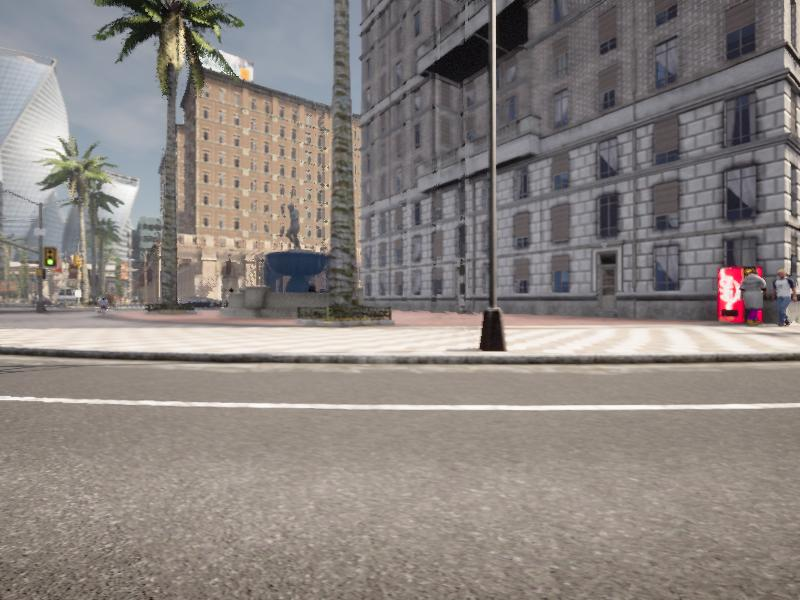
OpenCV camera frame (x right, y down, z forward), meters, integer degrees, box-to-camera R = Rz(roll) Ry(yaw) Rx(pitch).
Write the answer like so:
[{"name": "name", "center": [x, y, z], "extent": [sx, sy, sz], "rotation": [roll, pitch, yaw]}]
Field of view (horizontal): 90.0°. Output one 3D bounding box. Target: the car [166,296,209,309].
[{"name": "car", "center": [-25.881, 0.304, 48.810], "extent": [4.514, 1.525, 2.007], "rotation": [0, 0, -33]}]

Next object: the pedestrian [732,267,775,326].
[{"name": "pedestrian", "center": [11.564, -0.100, 13.107], "extent": [0.751, 1.860, 0.751], "rotation": [0, 0, -15]}]

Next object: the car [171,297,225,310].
[{"name": "car", "center": [-23.311, 0.366, 46.291], "extent": [5.357, 1.411, 2.033], "rotation": [0, 0, -35]}]

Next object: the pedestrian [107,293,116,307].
[{"name": "pedestrian", "center": [-38.161, -0.030, 52.896], "extent": [0.751, 1.860, 0.751], "rotation": [0, 0, 20]}]

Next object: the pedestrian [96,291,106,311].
[{"name": "pedestrian", "center": [-29.500, 0.102, 39.506], "extent": [0.751, 1.860, 0.751], "rotation": [0, 0, -32]}]

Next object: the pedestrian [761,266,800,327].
[{"name": "pedestrian", "center": [12.062, -0.101, 12.586], "extent": [0.751, 1.860, 0.751], "rotation": [0, 0, -16]}]
